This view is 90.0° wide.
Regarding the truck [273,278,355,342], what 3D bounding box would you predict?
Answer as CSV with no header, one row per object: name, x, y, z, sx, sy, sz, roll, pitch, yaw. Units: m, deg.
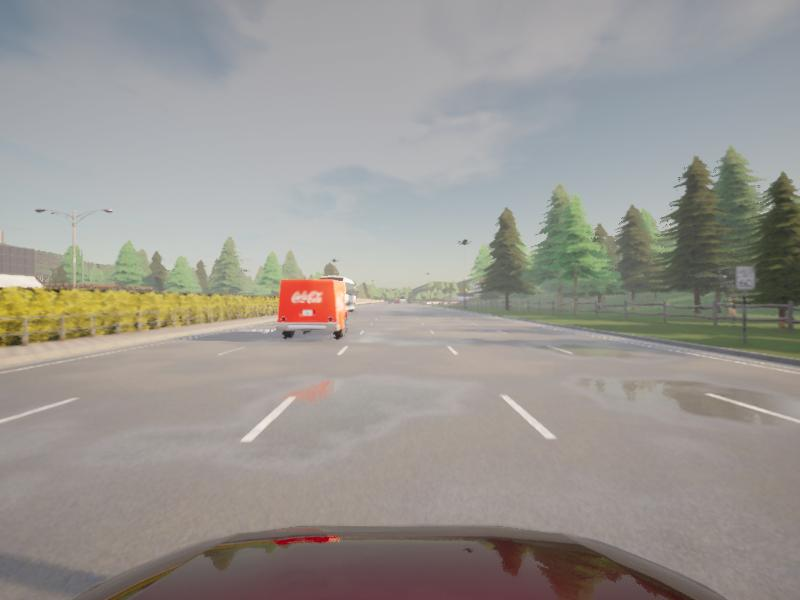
truck,-3.620,0.386,18.063,2.627,2.467,5.204,0,0,-1

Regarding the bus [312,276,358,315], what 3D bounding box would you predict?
bus,-7.514,-0.464,48.008,3.944,4.253,10.273,0,0,-1
